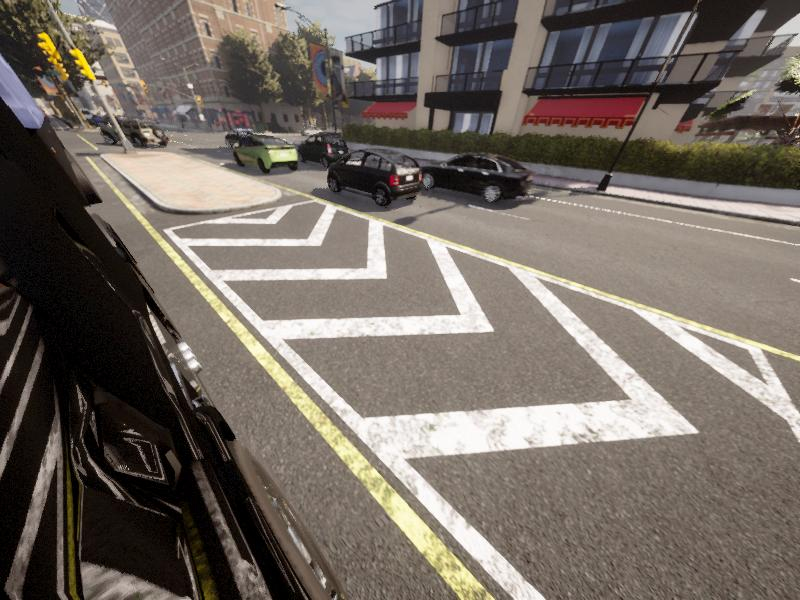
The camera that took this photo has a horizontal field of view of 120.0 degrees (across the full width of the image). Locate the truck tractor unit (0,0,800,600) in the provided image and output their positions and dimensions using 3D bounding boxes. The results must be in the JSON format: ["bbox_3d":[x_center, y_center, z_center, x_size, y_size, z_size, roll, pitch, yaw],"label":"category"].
[{"bbox_3d":[-2.645,-0.295,0.351,6.516,4.208,3.053,28,44,30],"label":"truck tractor unit"}]

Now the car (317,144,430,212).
[{"bbox_3d":[-1.029,-4.586,8.397,3.705,1.549,1.789,28,44,30],"label":"car"}]

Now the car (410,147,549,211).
[{"bbox_3d":[2.930,-5.178,9.503,4.892,1.490,1.837,29,44,29],"label":"car"}]

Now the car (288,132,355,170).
[{"bbox_3d":[-4.918,-9.449,14.557,3.988,1.617,1.851,28,44,30],"label":"car"}]

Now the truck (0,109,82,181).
[{"bbox_3d":[-16.488,-6.828,9.913,6.274,2.098,2.390,28,44,30],"label":"truck"}]

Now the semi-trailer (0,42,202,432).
[{"bbox_3d":[-8.693,-3.622,4.212,14.254,4.402,2.717,28,44,30],"label":"semi-trailer"}]

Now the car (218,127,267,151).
[{"bbox_3d":[-13.868,-14.197,20.378,3.806,1.475,1.970,28,44,30],"label":"car"}]

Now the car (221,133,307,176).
[{"bbox_3d":[-7.378,-7.988,12.517,4.514,1.525,2.007,28,44,30],"label":"car"}]

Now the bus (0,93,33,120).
[{"bbox_3d":[-85.993,-42.460,50.786,10.273,4.253,3.944,28,44,30],"label":"bus"}]

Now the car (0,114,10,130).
[{"bbox_3d":[-49.385,-21.586,27.761,5.008,1.535,1.882,29,44,30],"label":"car"}]

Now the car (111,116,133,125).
[{"bbox_3d":[-62.642,-40.426,51.998,4.902,1.511,2.128,28,44,30],"label":"car"}]

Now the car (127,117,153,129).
[{"bbox_3d":[-47.317,-32.222,42.044,4.974,1.542,2.038,28,44,30],"label":"car"}]

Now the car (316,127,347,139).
[{"bbox_3d":[-11.834,-29.130,40.371,2.163,1.488,4.792,28,44,29],"label":"car"}]

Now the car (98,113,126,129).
[{"bbox_3d":[-49.297,-30.677,39.575,4.605,1.855,1.932,29,44,29],"label":"car"}]

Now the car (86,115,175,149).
[{"bbox_3d":[-21.594,-13.562,18.683,4.605,1.855,1.932,9,36,7],"label":"car"}]

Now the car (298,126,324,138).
[{"bbox_3d":[-15.746,-29.735,40.872,1.845,1.501,3.633,28,44,29],"label":"car"}]

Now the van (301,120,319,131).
[{"bbox_3d":[-28.442,-55.138,72.923,5.915,2.561,1.988,28,44,30],"label":"van"}]

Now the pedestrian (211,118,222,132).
[{"bbox_3d":[-31.855,-30.394,40.093,0.751,1.860,0.751,29,44,31],"label":"pedestrian"}]

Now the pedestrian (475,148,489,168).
[{"bbox_3d":[5.441,-9.427,15.355,0.500,1.100,0.500,-27,46,-33],"label":"pedestrian"}]

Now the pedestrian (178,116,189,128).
[{"bbox_3d":[-44.798,-36.927,47.909,0.751,1.860,0.751,15,39,16],"label":"pedestrian"}]

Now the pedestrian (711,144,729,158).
[{"bbox_3d":[51.814,-24.109,37.375,0.751,1.860,0.751,26,43,28],"label":"pedestrian"}]
